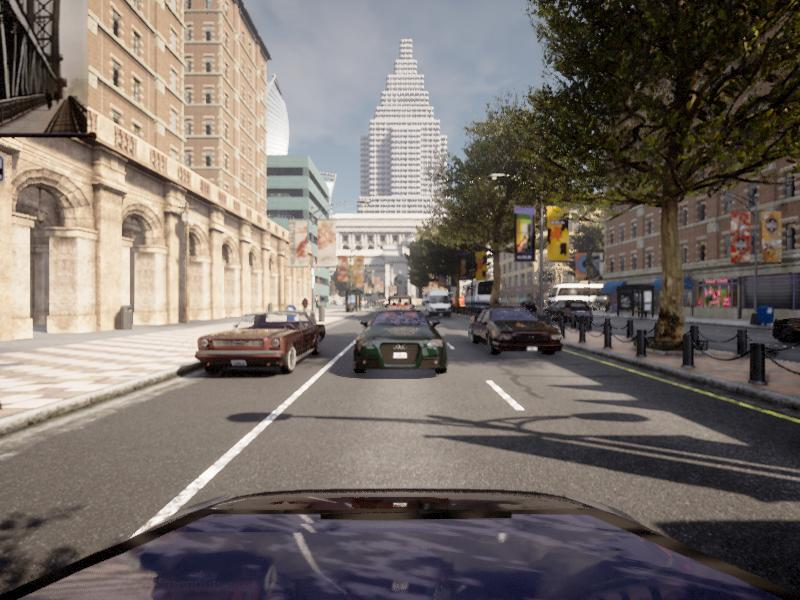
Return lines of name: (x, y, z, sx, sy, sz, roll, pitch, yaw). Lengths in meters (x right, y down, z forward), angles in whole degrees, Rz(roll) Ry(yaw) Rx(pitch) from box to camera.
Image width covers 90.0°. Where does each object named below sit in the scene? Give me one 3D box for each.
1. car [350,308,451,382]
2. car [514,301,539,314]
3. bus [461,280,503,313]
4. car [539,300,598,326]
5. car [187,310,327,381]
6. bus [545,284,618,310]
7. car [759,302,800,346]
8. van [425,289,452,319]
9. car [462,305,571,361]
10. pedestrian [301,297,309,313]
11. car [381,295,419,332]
car: (0.004, 0.920, 9.964, 1.994, 1.385, 4.181, 0, 0, 0)
car: (15.045, 0.887, 47.782, 1.845, 1.501, 3.633, 0, 0, 0)
bus: (11.395, -0.462, 57.119, 3.944, 4.253, 10.273, 0, 0, 0)
car: (11.538, 0.814, 27.760, 2.033, 1.649, 4.856, 0, 0, 0)
car: (-3.246, 0.952, 10.223, 1.895, 1.301, 4.718, 0, 0, 0)
bus: (29.715, -0.454, 65.934, 10.273, 4.253, 3.944, 0, 0, -1)
car: (15.005, 0.844, 13.114, 2.038, 1.542, 4.974, 0, 0, 0)
van: (3.509, 0.370, 37.332, 1.988, 2.561, 5.915, 0, 0, 0)
car: (3.503, 0.912, 13.254, 2.033, 1.411, 5.357, 0, 0, 0)
pedestrian: (-10.726, 0.543, 45.186, 0.751, 1.860, 0.751, 0, 0, -4)
car: (0.004, 0.675, 21.892, 1.905, 1.878, 3.866, 0, 0, 0)
